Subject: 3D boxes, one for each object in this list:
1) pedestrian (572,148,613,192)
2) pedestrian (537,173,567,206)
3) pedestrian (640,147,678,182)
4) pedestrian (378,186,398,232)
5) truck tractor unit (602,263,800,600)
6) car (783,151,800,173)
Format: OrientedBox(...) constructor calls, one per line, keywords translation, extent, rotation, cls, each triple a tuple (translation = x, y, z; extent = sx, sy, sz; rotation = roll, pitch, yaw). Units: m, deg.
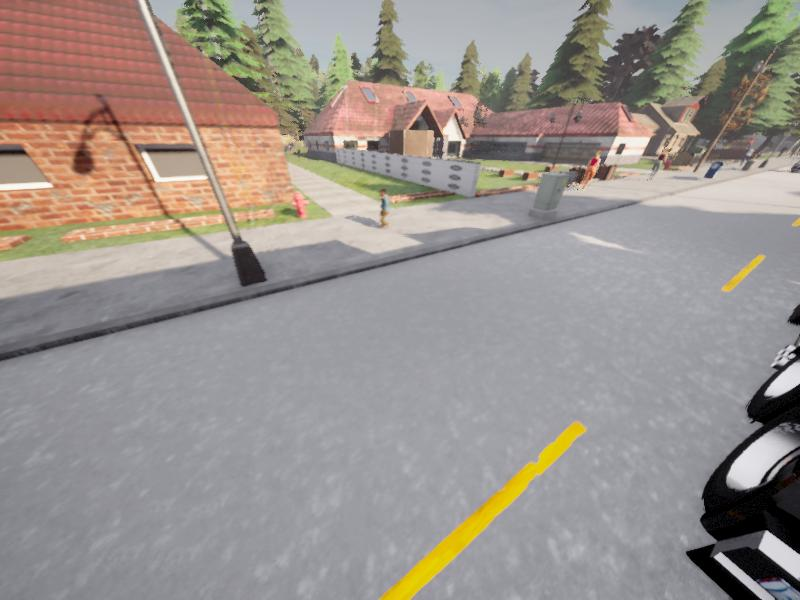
OrientedBox(translation=(9.704, -6.570, 11.715), extent=(0.751, 1.860, 0.751), rotation=(-16, 38, -22), cls="pedestrian")
OrientedBox(translation=(6.081, -4.448, 9.291), extent=(0.500, 1.100, 0.500), rotation=(-13, 37, -19), cls="pedestrian")
OrientedBox(translation=(16.724, -8.769, 14.953), extent=(0.751, 1.860, 0.751), rotation=(-20, 40, -26), cls="pedestrian")
OrientedBox(translation=(-0.345, -2.566, 6.517), extent=(0.500, 1.100, 0.500), rotation=(-4, 35, -6), cls="pedestrian")
OrientedBox(translation=(5.111, -0.299, 0.790), extent=(6.516, 4.208, 3.053), rotation=(-18, 39, -24), cls="truck tractor unit")
OrientedBox(translation=(38.268, -12.248, 20.574), extent=(4.611, 1.667, 2.242), rotation=(-6, 35, -9), cls="car")
